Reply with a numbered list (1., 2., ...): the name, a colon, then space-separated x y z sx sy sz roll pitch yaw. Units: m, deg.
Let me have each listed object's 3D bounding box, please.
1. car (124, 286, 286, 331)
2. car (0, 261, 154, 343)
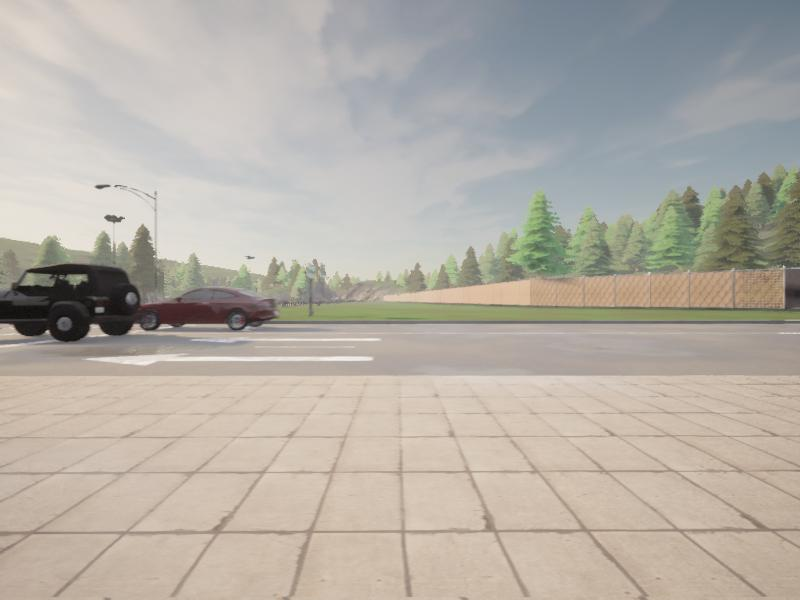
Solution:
1. car: -6.510 0.272 13.708 4.674 1.442 1.812 0 0 0
2. car: -8.795 0.047 10.199 3.866 1.878 1.905 -1 0 0
